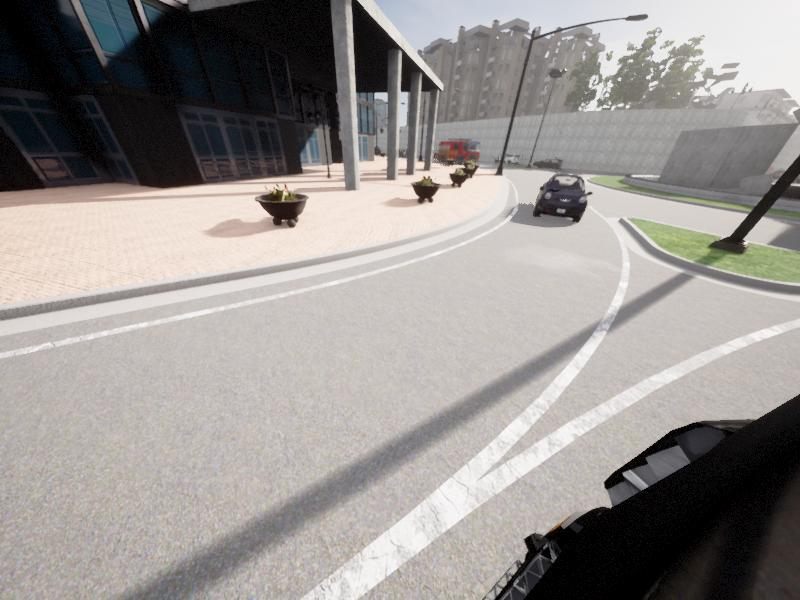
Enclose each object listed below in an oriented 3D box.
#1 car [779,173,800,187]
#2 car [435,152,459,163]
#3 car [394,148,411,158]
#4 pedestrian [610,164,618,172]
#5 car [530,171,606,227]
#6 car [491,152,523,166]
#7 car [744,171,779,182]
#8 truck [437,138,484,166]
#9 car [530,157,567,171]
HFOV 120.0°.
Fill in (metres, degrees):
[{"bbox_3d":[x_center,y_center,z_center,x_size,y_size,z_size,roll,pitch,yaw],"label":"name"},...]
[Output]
[{"bbox_3d":[55.703,-16.781,32.273,4.181,1.385,1.994,-15,38,-25],"label":"car"},{"bbox_3d":[9.764,-30.068,48.658,1.801,1.575,5.366,-14,37,-24],"label":"car"},{"bbox_3d":[0.646,-35.390,55.740,1.932,1.855,4.605,-16,37,-27],"label":"car"},{"bbox_3d":[37.417,-23.120,40.382,0.500,1.100,0.500,26,40,30],"label":"pedestrian"},{"bbox_3d":[6.862,-4.438,9.793,1.845,1.501,3.633,18,36,22],"label":"car"},{"bbox_3d":[22.239,-29.468,48.280,2.150,2.045,5.566,-18,39,-28],"label":"car"},{"bbox_3d":[57.641,-19.661,36.833,4.718,1.301,1.895,-14,37,-24],"label":"car"},{"bbox_3d":[10.281,-26.086,40.653,2.891,3.827,8.468,-13,37,-22],"label":"truck"},{"bbox_3d":[25.674,-23.651,40.099,2.242,1.667,4.611,-25,43,-35],"label":"car"}]
